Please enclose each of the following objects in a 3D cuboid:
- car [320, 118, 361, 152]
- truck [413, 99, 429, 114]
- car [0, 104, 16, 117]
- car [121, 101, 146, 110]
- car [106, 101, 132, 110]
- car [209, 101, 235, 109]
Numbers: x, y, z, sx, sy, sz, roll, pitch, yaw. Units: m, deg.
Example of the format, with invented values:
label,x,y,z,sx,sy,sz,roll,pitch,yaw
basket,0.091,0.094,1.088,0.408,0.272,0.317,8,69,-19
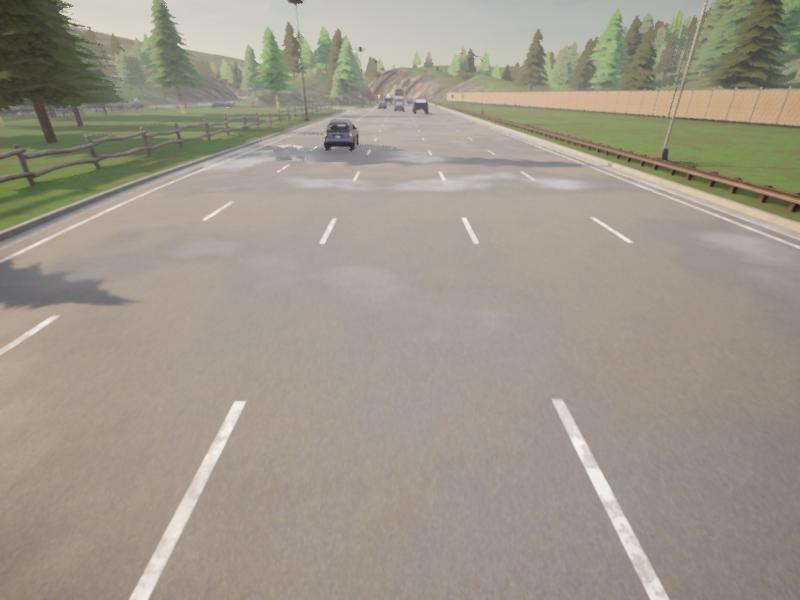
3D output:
label,x,y,z,sx,sy,sz,roll,pitch,yaw
car,-3.539,-10.164,24.495,1.851,1.617,3.988,0,27,0
truck,3.392,-32.235,66.575,2.390,2.098,6.274,0,27,0
car,-61.062,-28.327,59.861,1.930,1.638,5.238,0,27,0
car,-57.506,-42.107,86.468,2.033,1.649,4.856,0,27,0
car,-61.006,-42.262,86.847,2.038,1.542,4.974,0,27,0
car,-40.970,-44.996,92.301,5.027,1.651,2.152,-6,28,-12
